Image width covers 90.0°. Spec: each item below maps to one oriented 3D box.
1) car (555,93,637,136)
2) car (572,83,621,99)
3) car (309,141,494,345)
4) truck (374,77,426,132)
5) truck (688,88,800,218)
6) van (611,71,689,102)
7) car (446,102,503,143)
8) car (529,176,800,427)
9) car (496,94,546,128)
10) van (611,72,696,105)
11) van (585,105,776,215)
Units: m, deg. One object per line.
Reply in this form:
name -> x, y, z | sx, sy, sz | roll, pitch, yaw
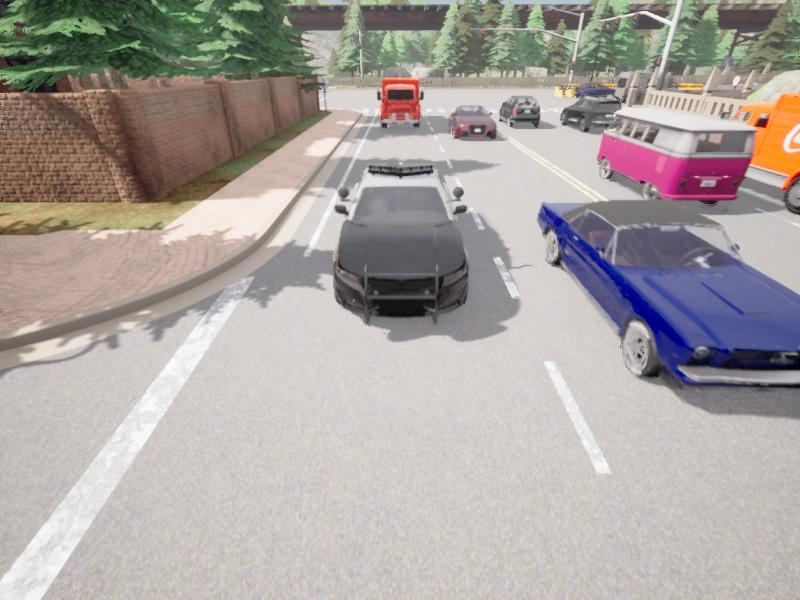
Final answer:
car -> 10.521, -10.273, 21.959 | 2.033, 1.649, 4.856 | 0, 30, 0
car -> 21.093, -22.578, 43.149 | 4.193, 1.474, 1.816 | 0, 30, 0
car -> 0.016, -1.452, 6.868 | 1.930, 1.638, 5.238 | 0, 30, 0
truck -> 0.022, -11.433, 23.128 | 2.627, 2.467, 5.204 | 0, 30, 0
truck -> 10.518, -3.718, 9.906 | 2.627, 2.467, 5.204 | 0, 30, 0
van -> 24.755, -21.261, 39.836 | 5.915, 2.561, 1.988 | 0, 30, 0
car -> 3.517, -8.844, 19.784 | 1.994, 1.385, 4.181 | 0, 30, 0
car -> 3.514, -0.515, 5.600 | 1.895, 1.301, 4.718 | 0, 30, 0
car -> 7.024, -11.197, 23.610 | 1.789, 1.549, 3.705 | 0, 30, 0
van -> 23.193, -19.498, 36.822 | 5.915, 2.561, 1.988 | 0, 30, 0
van -> 7.017, -3.975, 10.834 | 1.775, 1.987, 4.442 | 0, 30, 0
